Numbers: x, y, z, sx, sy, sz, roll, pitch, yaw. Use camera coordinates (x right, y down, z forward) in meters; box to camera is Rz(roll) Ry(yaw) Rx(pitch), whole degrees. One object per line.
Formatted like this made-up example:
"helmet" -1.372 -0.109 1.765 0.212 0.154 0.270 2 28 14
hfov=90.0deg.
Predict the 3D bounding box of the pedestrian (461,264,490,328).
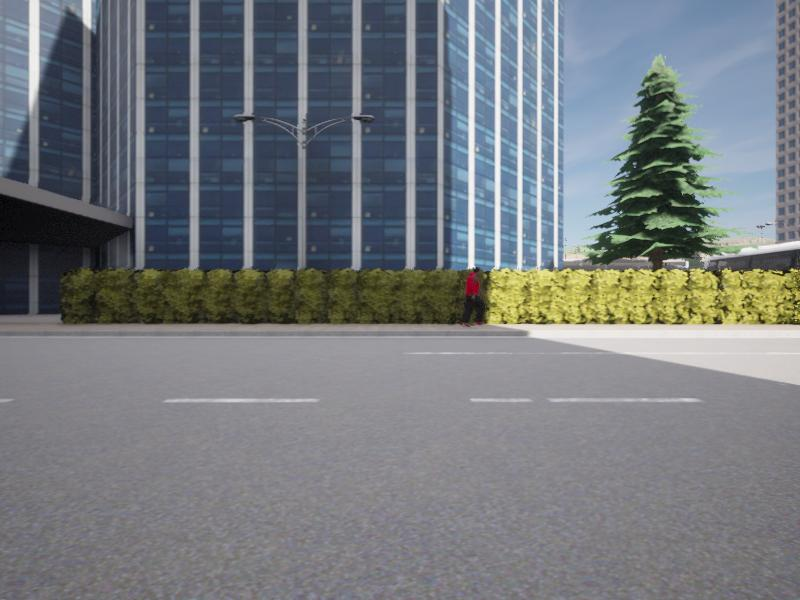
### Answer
"pedestrian" 2.227 -0.112 11.893 0.751 1.860 0.751 0 0 3

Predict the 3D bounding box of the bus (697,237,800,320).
"bus" 22.383 -1.100 22.371 3.944 4.253 10.273 0 0 0
